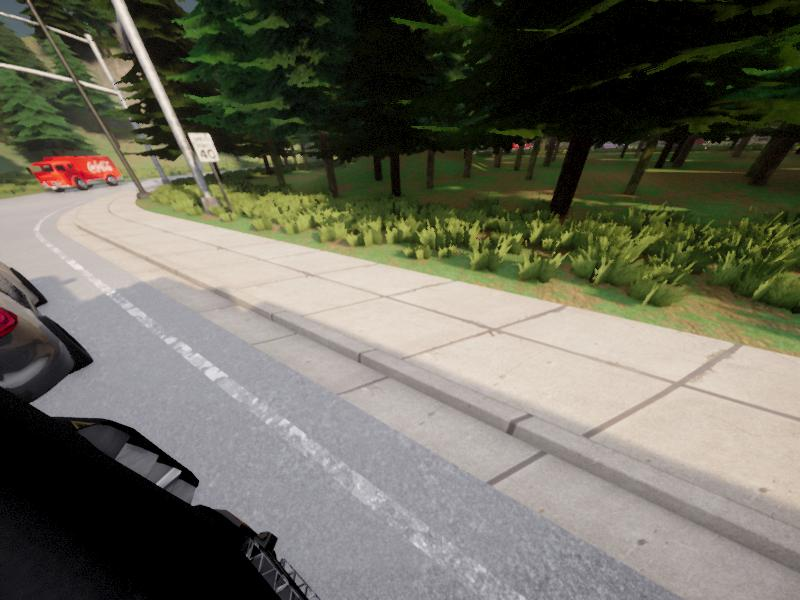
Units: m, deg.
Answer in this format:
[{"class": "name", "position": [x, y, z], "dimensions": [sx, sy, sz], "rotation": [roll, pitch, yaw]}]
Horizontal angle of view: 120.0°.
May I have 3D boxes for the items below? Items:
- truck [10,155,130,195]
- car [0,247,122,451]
[{"class": "truck", "position": [-27.900, -10.993, 20.054], "dimensions": [2.627, 2.467, 5.204], "rotation": [-7, 34, -6]}, {"class": "car", "position": [-5.793, 0.248, 2.412], "dimensions": [4.611, 1.667, 2.242], "rotation": [16, 38, 26]}]
